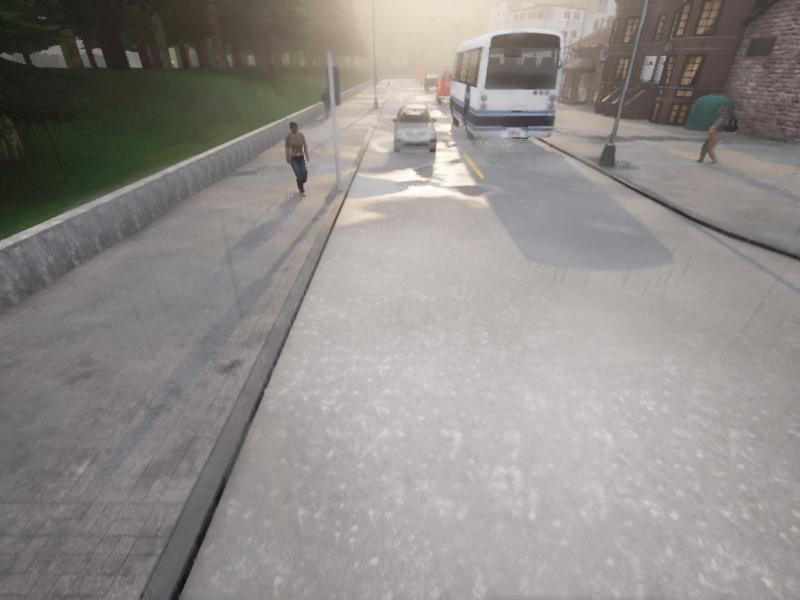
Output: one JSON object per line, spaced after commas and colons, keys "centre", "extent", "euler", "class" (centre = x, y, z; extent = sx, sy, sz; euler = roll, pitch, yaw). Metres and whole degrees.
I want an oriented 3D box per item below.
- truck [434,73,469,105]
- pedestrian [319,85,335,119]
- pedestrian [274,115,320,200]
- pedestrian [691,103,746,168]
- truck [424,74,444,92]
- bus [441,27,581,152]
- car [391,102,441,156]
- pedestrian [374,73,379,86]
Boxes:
{"centre": [4.709, -19.916, 37.650], "extent": [2.627, 2.467, 5.204], "euler": [0, 30, 0], "class": "truck"}
{"centre": [-4.606, -12.513, 25.323], "extent": [0.751, 1.860, 0.751], "euler": [0, 30, 0], "class": "pedestrian"}
{"centre": [-2.557, -3.554, 9.992], "extent": [0.751, 1.860, 0.751], "euler": [-12, 33, -20], "class": "pedestrian"}
{"centre": [10.466, -5.438, 13.201], "extent": [0.751, 1.860, 0.751], "euler": [-26, 39, -37], "class": "pedestrian"}
{"centre": [4.778, -30.966, 56.917], "extent": [2.390, 2.098, 6.274], "euler": [0, 30, 0], "class": "truck"}
{"centre": [4.544, -10.574, 19.894], "extent": [3.944, 4.253, 10.273], "euler": [0, 30, 0], "class": "bus"}
{"centre": [0.595, -7.336, 16.969], "extent": [1.851, 1.617, 3.988], "euler": [0, 30, 0], "class": "car"}
{"centre": [-4.009, -37.189, 67.551], "extent": [0.751, 1.860, 0.751], "euler": [0, 30, -1], "class": "pedestrian"}
